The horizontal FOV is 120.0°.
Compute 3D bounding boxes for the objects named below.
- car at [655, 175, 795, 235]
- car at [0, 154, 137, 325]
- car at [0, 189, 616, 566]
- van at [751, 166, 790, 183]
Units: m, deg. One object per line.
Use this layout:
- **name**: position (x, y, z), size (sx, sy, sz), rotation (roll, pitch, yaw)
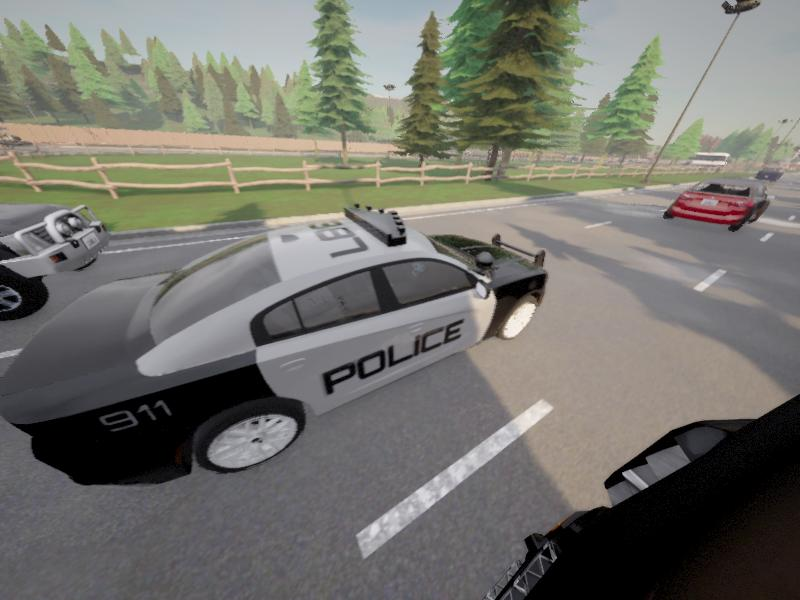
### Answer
- **car**: position (13.639, -4.197, 9.740), size (4.611, 1.667, 2.242), rotation (-16, 38, -26)
- **car**: position (-6.994, -0.557, 2.647), size (4.605, 1.855, 1.932), rotation (-17, 38, -26)
- **car**: position (-0.174, -0.198, 2.777), size (5.238, 1.638, 1.930), rotation (-16, 38, -26)
- **van**: position (51.947, -17.609, 32.352), size (4.442, 1.987, 1.775), rotation (-16, 38, -26)
